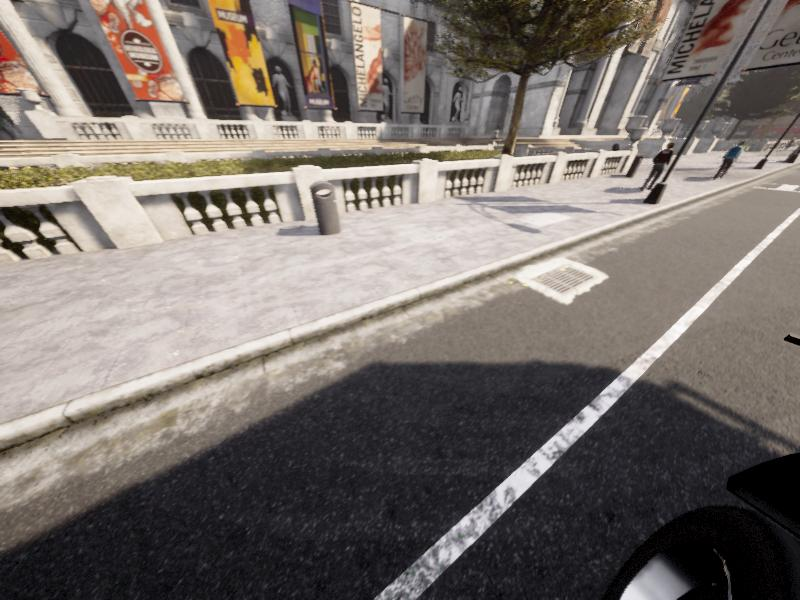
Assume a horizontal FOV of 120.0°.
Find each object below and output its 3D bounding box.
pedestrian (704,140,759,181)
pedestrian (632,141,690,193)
[{"bbox_3d":[17.912,-7.571,12.546,0.751,1.860,0.751,-13,37,-17],"label":"pedestrian"},{"bbox_3d":[11.156,-5.715,9.957,0.751,1.860,0.751,-18,39,-23],"label":"pedestrian"}]
